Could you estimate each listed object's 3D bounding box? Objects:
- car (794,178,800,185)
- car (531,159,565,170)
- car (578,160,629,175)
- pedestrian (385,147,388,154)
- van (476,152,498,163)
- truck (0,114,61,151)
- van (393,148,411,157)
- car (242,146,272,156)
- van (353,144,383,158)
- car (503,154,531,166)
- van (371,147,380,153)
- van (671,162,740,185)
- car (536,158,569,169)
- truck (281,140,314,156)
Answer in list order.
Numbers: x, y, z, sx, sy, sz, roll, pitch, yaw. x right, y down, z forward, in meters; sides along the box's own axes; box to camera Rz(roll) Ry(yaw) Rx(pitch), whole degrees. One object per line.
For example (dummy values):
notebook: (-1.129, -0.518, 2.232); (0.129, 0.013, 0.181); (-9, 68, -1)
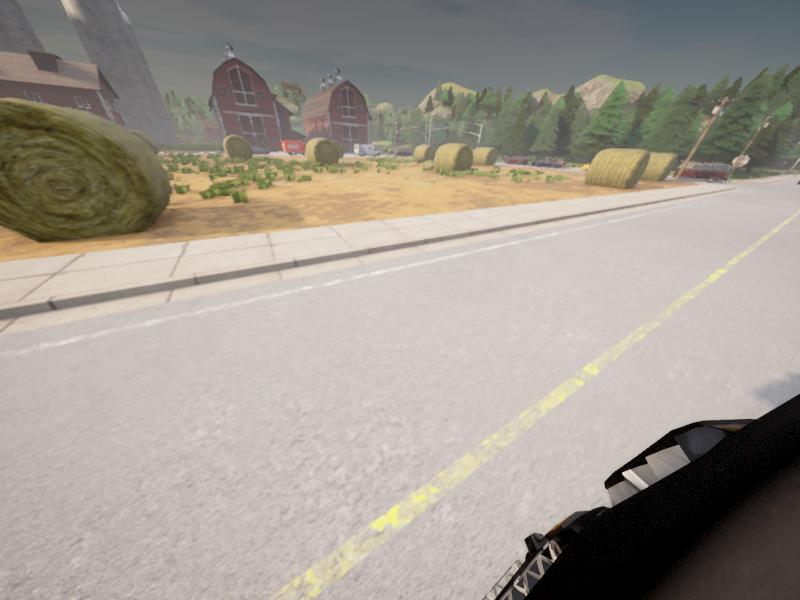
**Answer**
car: (53.535, -15.708, 29.878); (3.705, 1.549, 1.789); (-16, 38, -26)
car: (26.262, -24.171, 41.161); (1.895, 1.301, 4.718); (-18, 39, -28)
car: (30.874, -20.217, 35.229); (1.801, 1.575, 5.366); (-18, 39, -28)
pedestrian: (-4.406, -47.550, 73.649); (0.751, 1.860, 0.751); (-13, 37, -22)
van: (20.297, -33.299, 53.943); (1.775, 1.987, 4.442); (-18, 39, -28)
truck: (-53.015, -22.015, 30.286); (8.468, 3.827, 2.891); (-19, 39, -29)
van: (0.489, -39.480, 61.924); (4.442, 1.987, 1.775); (-19, 39, -29)
car: (-26.500, -27.712, 42.859); (4.181, 1.385, 1.994); (-19, 40, -28)
van: (-7.408, -34.642, 53.682); (6.366, 2.431, 2.351); (-19, 39, -29)
car: (24.480, -29.518, 48.678); (2.097, 1.767, 4.553); (-18, 39, -28)
van: (-9.841, -59.947, 92.242); (1.775, 1.987, 4.442); (-18, 39, -28)
van: (36.595, -15.344, 27.873); (1.775, 1.987, 4.442); (-18, 39, -28)
car: (28.602, -25.757, 43.506); (2.007, 1.525, 4.514); (-18, 39, -28)
truck: (-20.376, -30.243, 46.127); (5.204, 2.467, 2.627); (-19, 39, -29)
